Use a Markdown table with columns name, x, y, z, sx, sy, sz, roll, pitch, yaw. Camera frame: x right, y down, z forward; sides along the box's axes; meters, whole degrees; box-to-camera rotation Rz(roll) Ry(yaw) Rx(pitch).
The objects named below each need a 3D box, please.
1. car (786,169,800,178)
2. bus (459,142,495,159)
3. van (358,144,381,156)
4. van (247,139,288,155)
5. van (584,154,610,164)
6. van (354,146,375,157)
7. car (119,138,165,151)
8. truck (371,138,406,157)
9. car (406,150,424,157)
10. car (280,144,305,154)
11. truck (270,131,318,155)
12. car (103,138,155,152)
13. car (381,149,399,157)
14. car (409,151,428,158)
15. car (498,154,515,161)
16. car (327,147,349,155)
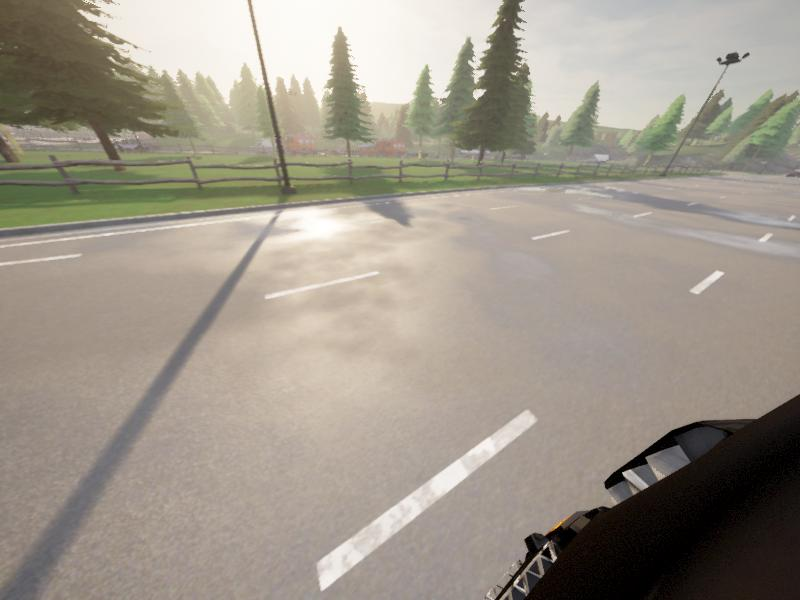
| name | x | y | z | sx | sy | sz | roll | pitch | yaw |
| --- | --- | --- | --- | --- | --- | --- | --- | --- | --- |
| car | 82.586 | -26.259 | 47.912 | 4.674 | 1.442 | 1.812 | -16 | 38 | -26 |
| bus | 24.349 | -47.173 | 73.024 | 10.273 | 4.253 | 3.944 | -16 | 38 | -26 |
| van | -8.374 | -41.646 | 63.983 | 5.915 | 2.561 | 1.988 | -16 | 38 | -26 |
| van | -25.830 | -29.897 | 45.191 | 6.366 | 2.431 | 2.351 | -16 | 38 | -26 |
| van | 66.567 | -47.659 | 78.134 | 5.915 | 2.561 | 1.988 | 25 | 40 | 30 |
| van | -8.234 | -34.754 | 54.118 | 4.442 | 1.987 | 1.775 | -16 | 38 | -26 |
| car | -46.445 | -28.115 | 41.834 | 5.027 | 1.651 | 2.152 | -16 | 38 | -26 |
| truck | -2.962 | -39.255 | 59.602 | 8.468 | 3.827 | 2.891 | -16 | 38 | -26 |
| car | 4.272 | -42.608 | 67.238 | 5.008 | 1.535 | 1.882 | -16 | 38 | -26 |
| car | -24.536 | -34.461 | 52.750 | 4.553 | 1.767 | 2.097 | -16 | 38 | -26 |
| truck | -22.690 | -33.602 | 49.733 | 8.468 | 3.827 | 2.891 | -16 | 38 | -26 |
| car | -42.976 | -24.655 | 36.838 | 4.856 | 1.649 | 2.033 | -16 | 38 | -26 |
| car | -2.775 | -40.555 | 63.735 | 4.514 | 1.525 | 2.007 | -16 | 38 | -26 |
| car | 4.862 | -38.306 | 60.809 | 4.892 | 1.490 | 1.837 | -16 | 38 | -26 |
| car | 35.192 | -46.925 | 76.031 | 5.027 | 1.651 | 2.152 | -16 | 38 | -26 |
| car | -16.256 | -38.979 | 60.318 | 4.974 | 1.542 | 2.038 | -16 | 38 | -26 |
